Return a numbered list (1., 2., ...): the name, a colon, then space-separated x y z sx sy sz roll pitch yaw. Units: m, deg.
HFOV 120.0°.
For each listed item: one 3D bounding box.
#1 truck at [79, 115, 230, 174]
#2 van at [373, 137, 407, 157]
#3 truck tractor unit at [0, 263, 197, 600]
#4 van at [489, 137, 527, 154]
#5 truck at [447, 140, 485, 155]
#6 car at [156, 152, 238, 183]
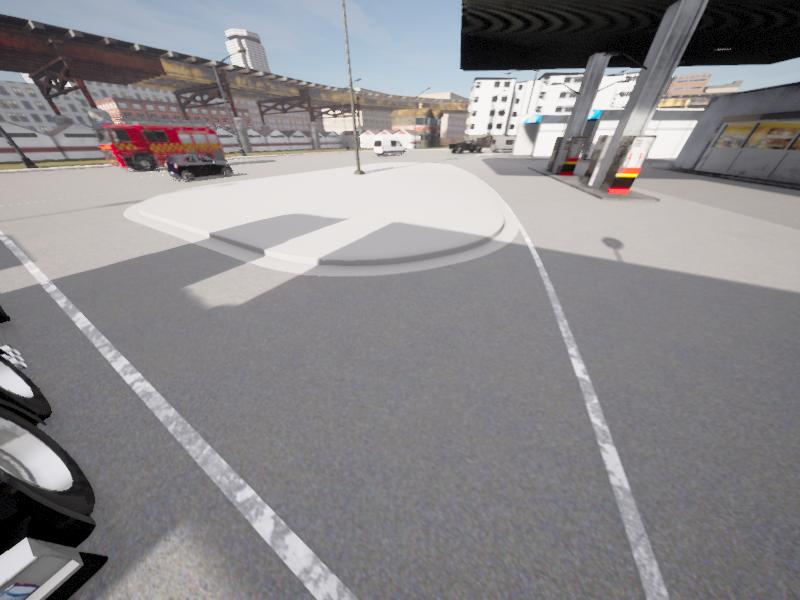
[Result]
1. truck: -21.942 -14.571 21.735 2.891 3.827 8.468 18 39 25
2. van: -1.496 -25.018 37.676 1.988 2.561 5.915 26 43 33
3. truck tractor unit: -5.109 -0.303 0.779 6.516 4.208 3.053 18 39 24
4. van: 20.165 -29.132 43.400 5.915 2.561 1.988 -6 35 -7
5. truck: 12.020 -27.786 41.921 6.274 2.098 2.390 -15 38 -20
6. car: -14.007 -9.383 16.232 1.845 1.501 3.633 17 39 24
